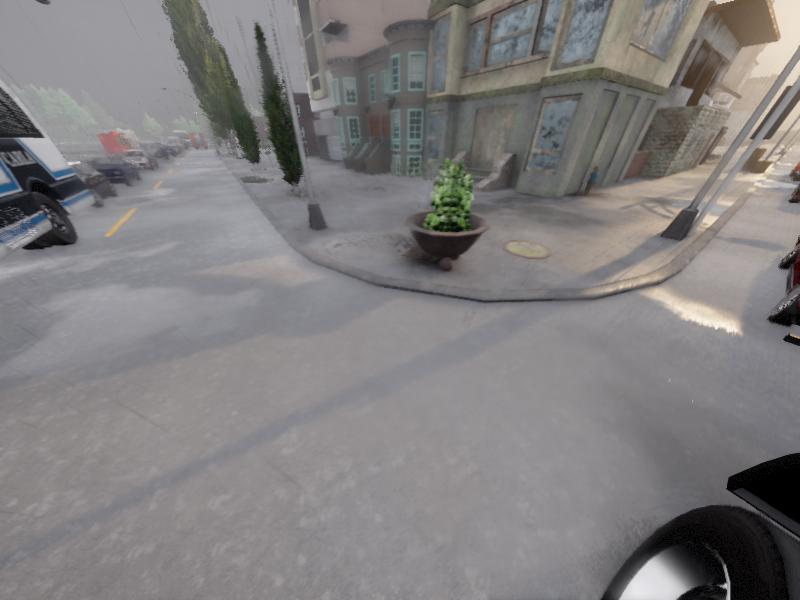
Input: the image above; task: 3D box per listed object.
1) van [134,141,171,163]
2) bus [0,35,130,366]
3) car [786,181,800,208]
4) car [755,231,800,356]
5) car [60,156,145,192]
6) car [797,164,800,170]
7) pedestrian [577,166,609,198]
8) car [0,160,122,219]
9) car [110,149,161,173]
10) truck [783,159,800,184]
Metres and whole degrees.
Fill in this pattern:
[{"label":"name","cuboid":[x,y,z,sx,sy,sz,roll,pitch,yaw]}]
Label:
[{"label":"van","cuboid":[-28.648,-17.273,26.917,1.775,1.987,4.442,-22,41,-28]},{"label":"bus","cuboid":[-8.394,-1.773,2.806,3.944,4.253,10.273,-23,41,-29]},{"label":"car","cuboid":[17.267,-4.454,8.875,4.181,1.385,1.994,-22,41,-28]},{"label":"car","cuboid":[7.248,-0.338,3.196,4.718,1.301,1.895,-22,41,-28]},{"label":"car","cuboid":[-17.126,-7.547,13.629,1.895,1.301,4.718,-22,41,-28]},{"label":"car","cuboid":[32.865,-11.030,17.604,3.866,1.878,1.905,-22,41,-28]},{"label":"pedestrian","cuboid":[7.979,-4.888,9.587,0.500,1.100,0.500,-22,41,-28]},{"label":"car","cuboid":[-13.484,-4.627,9.302,1.970,1.475,3.806,-22,41,-28]},{"label":"car","cuboid":[-22.414,-11.954,19.764,1.970,1.475,3.806,-22,41,-28]},{"label":"truck","cuboid":[24.946,-8.033,12.932,5.204,2.467,2.627,-22,41,-28]}]
